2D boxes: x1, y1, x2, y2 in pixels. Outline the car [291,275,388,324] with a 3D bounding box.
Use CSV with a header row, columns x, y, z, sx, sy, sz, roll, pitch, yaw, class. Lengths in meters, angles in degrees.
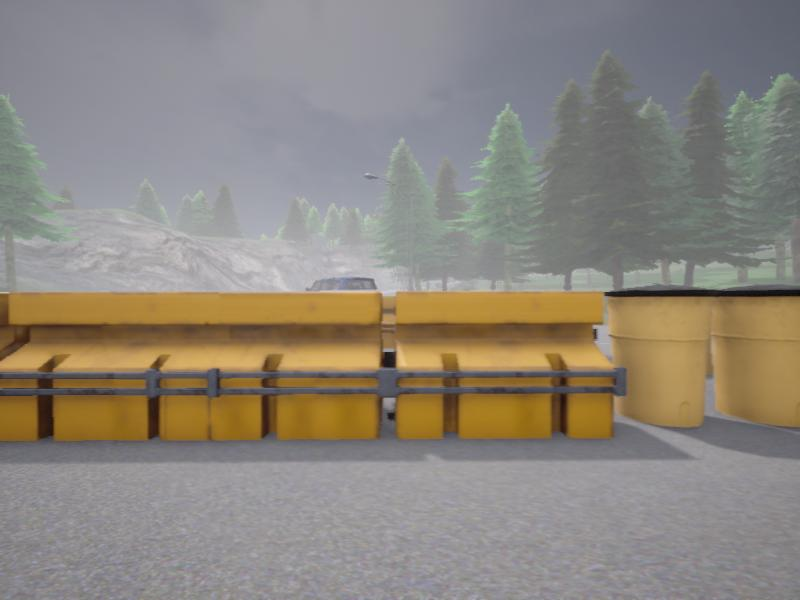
x,y,z,sx,sy,sz,roll,pitch,yaw,class
-3.155,-0.023,19.543,2.150,2.045,5.566,0,0,-39,car
